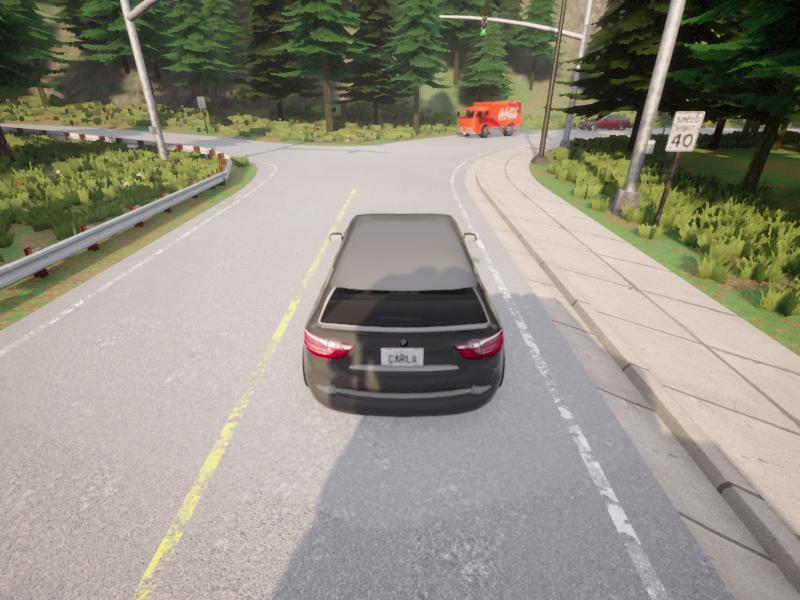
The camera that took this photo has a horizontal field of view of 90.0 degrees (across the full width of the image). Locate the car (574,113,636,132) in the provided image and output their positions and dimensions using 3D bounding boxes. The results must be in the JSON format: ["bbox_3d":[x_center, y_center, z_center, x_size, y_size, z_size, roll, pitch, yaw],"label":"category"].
[{"bbox_3d":[18.737,-16.272,36.677,4.674,1.442,1.812,-5,28,-10],"label":"car"}]

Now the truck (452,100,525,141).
[{"bbox_3d":[6.975,-14.228,31.528,5.204,2.467,2.627,-21,34,-31],"label":"truck"}]

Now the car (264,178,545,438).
[{"bbox_3d":[0.043,-0.433,5.622,2.242,1.667,4.611,0,27,0],"label":"car"}]
